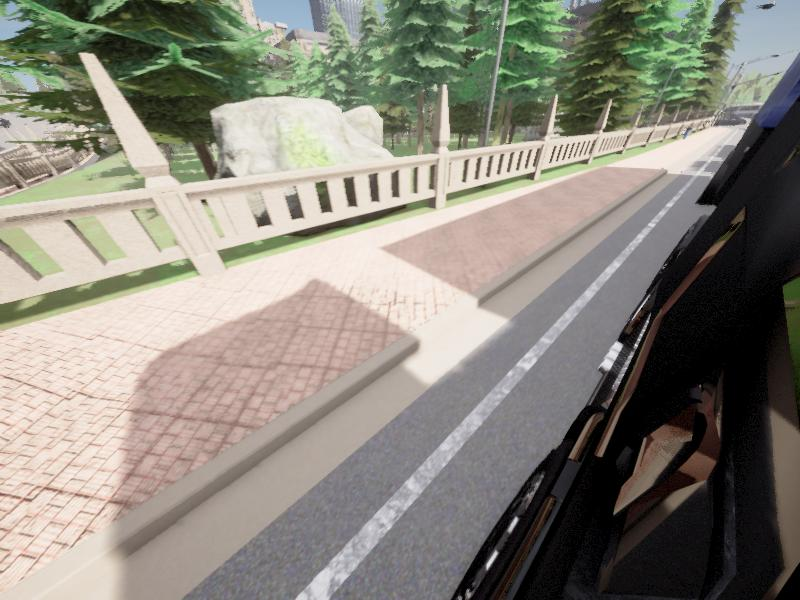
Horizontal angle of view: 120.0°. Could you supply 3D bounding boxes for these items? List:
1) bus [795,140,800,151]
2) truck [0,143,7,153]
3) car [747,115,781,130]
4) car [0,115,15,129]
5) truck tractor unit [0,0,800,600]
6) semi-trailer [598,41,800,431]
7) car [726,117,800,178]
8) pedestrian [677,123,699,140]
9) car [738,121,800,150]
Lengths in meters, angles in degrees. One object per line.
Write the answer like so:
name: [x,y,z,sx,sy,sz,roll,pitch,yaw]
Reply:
bus: [25.903,-9.865,11.686,10.273,4.253,3.944,-28,44,-30]
truck: [-47.178,-17.315,24.313,2.891,3.827,8.468,-28,49,-30]
car: [51.935,-25.396,33.052,5.366,1.575,1.801,-31,45,-32]
car: [-68.708,-30.505,39.527,1.789,1.549,3.705,-28,50,-30]
truck tractor unit: [2.645,-0.295,0.351,6.516,4.208,3.053,-28,44,-30]
semi-trailer: [8.698,-3.602,4.235,14.254,4.402,2.717,-28,44,-30]
car: [16.819,-6.888,10.246,4.605,1.855,1.932,-28,44,-30]
pedestrian: [27.390,-16.017,21.967,0.751,1.300,0.751,-28,44,-30]
car: [26.188,-11.739,16.439,3.633,1.501,1.845,-28,44,-30]
